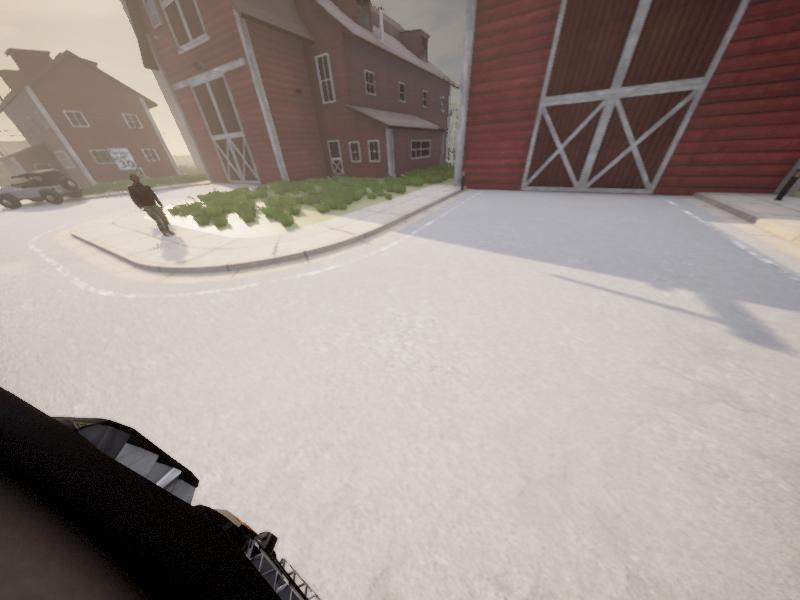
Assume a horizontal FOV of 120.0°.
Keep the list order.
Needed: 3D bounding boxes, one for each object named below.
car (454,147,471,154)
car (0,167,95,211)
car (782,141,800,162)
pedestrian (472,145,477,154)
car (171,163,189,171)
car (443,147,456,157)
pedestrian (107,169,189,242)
[{"bbox_3d":[19.368,-46.487,71.859,4.611,1.667,2.242,16,38,26],"label":"car"},{"bbox_3d":[-24.092,-7.437,15.344,3.866,1.878,1.905,-11,40,-8],"label":"car"},{"bbox_3d":[31.148,-10.704,16.620,1.895,1.301,4.718,16,38,27],"label":"car"},{"bbox_3d":[18.972,-38.492,59.101,0.751,1.860,0.751,-28,41,-33],"label":"pedestrian"},{"bbox_3d":[-58.163,-35.220,61.035,5.238,1.638,1.930,23,41,34],"label":"car"},{"bbox_3d":[12.410,-36.931,57.581,1.905,1.878,3.866,16,38,26],"label":"car"},{"bbox_3d":[-7.451,-2.818,6.928,0.751,1.860,0.751,14,37,25],"label":"pedestrian"}]
